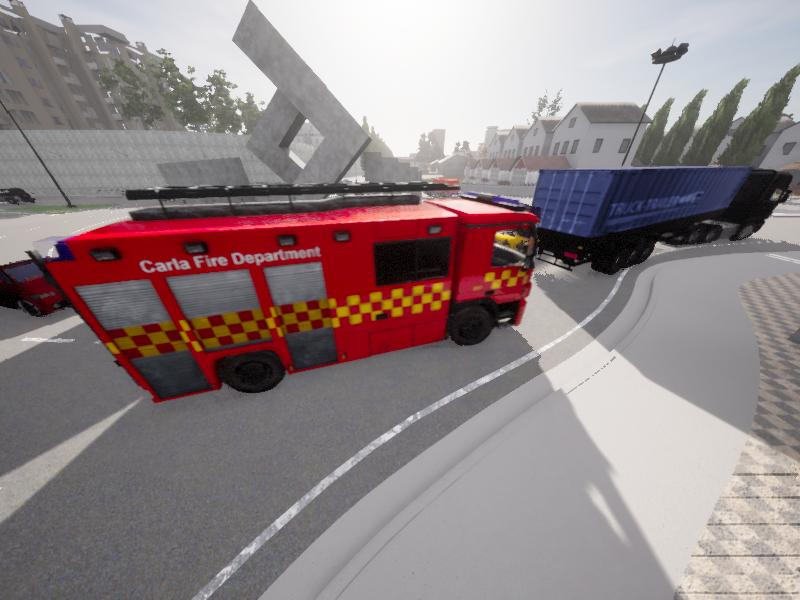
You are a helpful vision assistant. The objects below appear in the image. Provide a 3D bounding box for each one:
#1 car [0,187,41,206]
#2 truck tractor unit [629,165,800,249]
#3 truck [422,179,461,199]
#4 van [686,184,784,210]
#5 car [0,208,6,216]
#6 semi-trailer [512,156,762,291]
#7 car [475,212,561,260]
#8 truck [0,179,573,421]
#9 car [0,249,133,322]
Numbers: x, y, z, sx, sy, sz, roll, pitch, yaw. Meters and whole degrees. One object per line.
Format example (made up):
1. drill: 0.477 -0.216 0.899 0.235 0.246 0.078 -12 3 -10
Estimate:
1. car: -48.822 -12.934 28.821 3.866 1.878 1.905 -1 30 -2
2. truck tractor unit: 19.519 -5.947 14.384 6.516 4.208 3.053 -7 31 -11
3. truck: 6.313 -17.382 35.931 5.204 2.467 2.627 25 38 37
4. van: 37.669 -11.740 26.217 6.366 2.431 2.351 0 30 0
5. car: -40.778 -8.781 21.629 3.866 1.878 1.905 4 30 6
6. semi-trailer: 12.293 -4.473 11.637 14.254 4.402 2.717 -14 33 -23
7. car: 6.921 -3.874 13.439 5.366 1.575 1.801 -20 36 -31
8. truck: -1.018 -0.692 5.686 8.468 3.827 2.891 -9 31 -15
9. car: -12.510 -0.665 8.096 4.181 1.385 1.994 7 31 12
